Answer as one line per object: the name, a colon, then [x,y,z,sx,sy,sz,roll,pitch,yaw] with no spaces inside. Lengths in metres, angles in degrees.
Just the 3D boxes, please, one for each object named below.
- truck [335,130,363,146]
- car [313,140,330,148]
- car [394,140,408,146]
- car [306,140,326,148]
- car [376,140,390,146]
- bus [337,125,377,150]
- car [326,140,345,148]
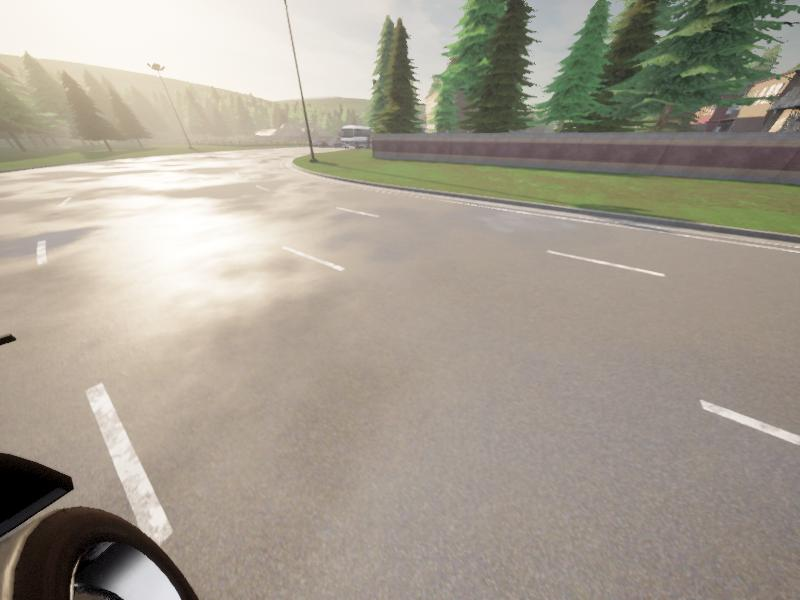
truck: [-15.054,-48.676,69.461,2.891,3.827,8.468,19,39,24]
car: [-19.263,-38.420,56.924,1.816,1.474,4.193,13,37,17]
car: [0.224,-50.077,73.616,2.163,1.488,4.792,21,40,27]
car: [-21.649,-40.357,59.657,2.163,1.488,4.792,13,37,17]
car: [-5.588,-52.338,76.794,2.007,1.525,4.514,21,40,27]
bus: [-9.487,-37.144,52.789,3.944,4.253,10.273,13,37,17]
car: [-15.703,-38.155,56.437,2.033,1.649,4.856,13,37,17]
